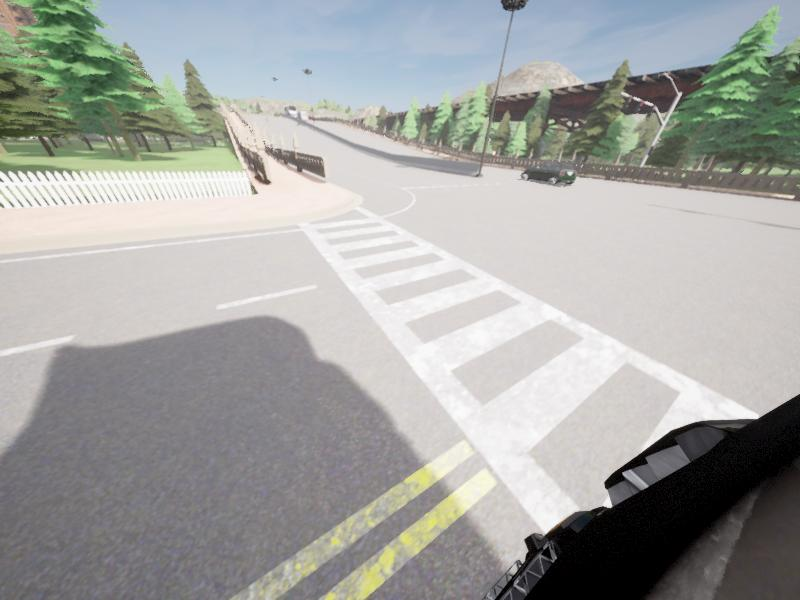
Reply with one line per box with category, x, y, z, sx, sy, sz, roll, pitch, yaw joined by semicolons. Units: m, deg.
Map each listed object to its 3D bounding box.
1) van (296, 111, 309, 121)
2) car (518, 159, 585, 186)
van;-34.551;-65.111;81.732;2.351;2.431;6.366;-17;45;-27
car;13.551;-11.723;21.127;2.097;1.767;4.553;-10;36;-18
